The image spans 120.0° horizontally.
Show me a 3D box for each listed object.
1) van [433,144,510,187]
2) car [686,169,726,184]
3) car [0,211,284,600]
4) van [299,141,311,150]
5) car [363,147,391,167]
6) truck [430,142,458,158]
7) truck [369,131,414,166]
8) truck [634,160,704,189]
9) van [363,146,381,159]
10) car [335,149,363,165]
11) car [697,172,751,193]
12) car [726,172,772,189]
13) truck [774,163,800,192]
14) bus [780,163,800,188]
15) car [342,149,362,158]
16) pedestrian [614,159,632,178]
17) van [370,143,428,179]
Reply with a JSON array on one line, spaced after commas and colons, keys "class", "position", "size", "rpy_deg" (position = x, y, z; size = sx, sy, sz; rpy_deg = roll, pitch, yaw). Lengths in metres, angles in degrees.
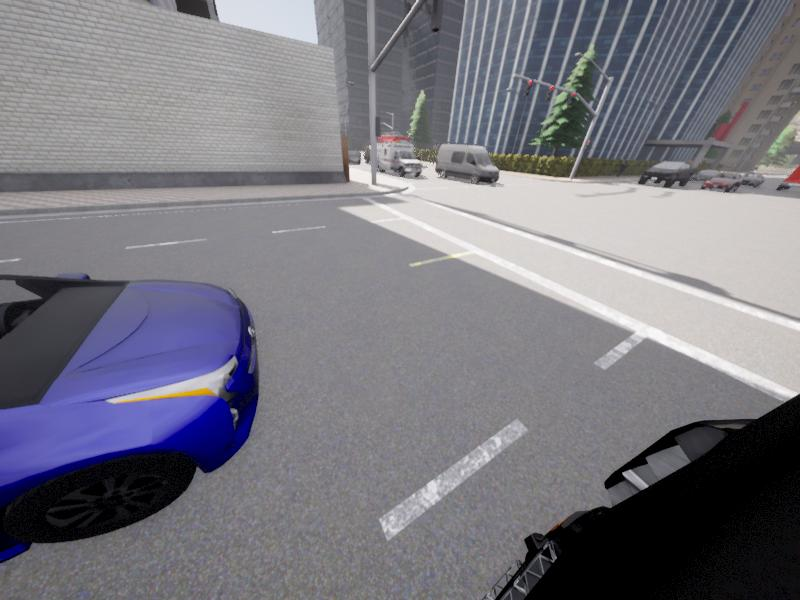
[{"class": "van", "position": [5.553, -11.246, 19.104], "size": [1.988, 2.561, 5.915], "rpy_deg": [-17, 39, -28]}, {"class": "car", "position": [38.291, -15.483, 28.885], "size": [4.674, 1.442, 1.812], "rpy_deg": [-16, 38, -26]}, {"class": "car", "position": [-3.366, 0.745, 1.185], "size": [4.514, 1.525, 2.007], "rpy_deg": [-16, 38, -26]}, {"class": "van", "position": [-32.191, -52.427, 78.296], "size": [2.351, 2.431, 6.366], "rpy_deg": [-16, 38, -26]}, {"class": "car", "position": [-3.185, -19.494, 31.436], "size": [1.932, 1.855, 4.605], "rpy_deg": [-16, 39, -26]}, {"class": "truck", "position": [13.926, -47.940, 73.819], "size": [8.468, 3.827, 2.891], "rpy_deg": [-16, 38, -26]}, {"class": "truck", "position": [-1.545, -22.588, 34.471], "size": [2.891, 3.827, 8.468], "rpy_deg": [-16, 38, -26]}, {"class": "truck", "position": [26.469, -12.403, 22.751], "size": [6.274, 2.098, 2.390], "rpy_deg": [-16, 38, -26]}, {"class": "van", "position": [-5.661, -29.763, 46.570], "size": [2.069, 2.038, 4.480], "rpy_deg": [-16, 38, -26]}, {"class": "car", "position": [-6.894, -19.196, 30.944], "size": [2.033, 1.649, 4.856], "rpy_deg": [-16, 38, -26]}, {"class": "car", "position": [29.755, -10.843, 21.218], "size": [4.193, 1.474, 1.816], "rpy_deg": [-16, 38, -26]}, {"class": "car", "position": [39.387, -13.528, 26.094], "size": [4.181, 1.385, 1.994], "rpy_deg": [-16, 38, -26]}, {"class": "truck", "position": [42.841, -12.740, 24.155], "size": [5.204, 2.467, 2.627], "rpy_deg": [-15, 37, -26]}, {"class": "bus", "position": [57.017, -17.538, 30.892], "size": [10.273, 4.253, 3.944], "rpy_deg": [-17, 38, -25]}, {"class": "car", "position": [-9.716, -29.639, 46.659], "size": [2.033, 1.411, 5.357], "rpy_deg": [-16, 38, -26]}, {"class": "pedestrian", "position": [26.989, -15.922, 27.983], "size": [0.751, 1.860, 0.751], "rpy_deg": [-26, 43, -36]}, {"class": "van", "position": [-0.336, -13.028, 21.437], "size": [2.351, 2.431, 6.366], "rpy_deg": [-16, 38, -26]}]
